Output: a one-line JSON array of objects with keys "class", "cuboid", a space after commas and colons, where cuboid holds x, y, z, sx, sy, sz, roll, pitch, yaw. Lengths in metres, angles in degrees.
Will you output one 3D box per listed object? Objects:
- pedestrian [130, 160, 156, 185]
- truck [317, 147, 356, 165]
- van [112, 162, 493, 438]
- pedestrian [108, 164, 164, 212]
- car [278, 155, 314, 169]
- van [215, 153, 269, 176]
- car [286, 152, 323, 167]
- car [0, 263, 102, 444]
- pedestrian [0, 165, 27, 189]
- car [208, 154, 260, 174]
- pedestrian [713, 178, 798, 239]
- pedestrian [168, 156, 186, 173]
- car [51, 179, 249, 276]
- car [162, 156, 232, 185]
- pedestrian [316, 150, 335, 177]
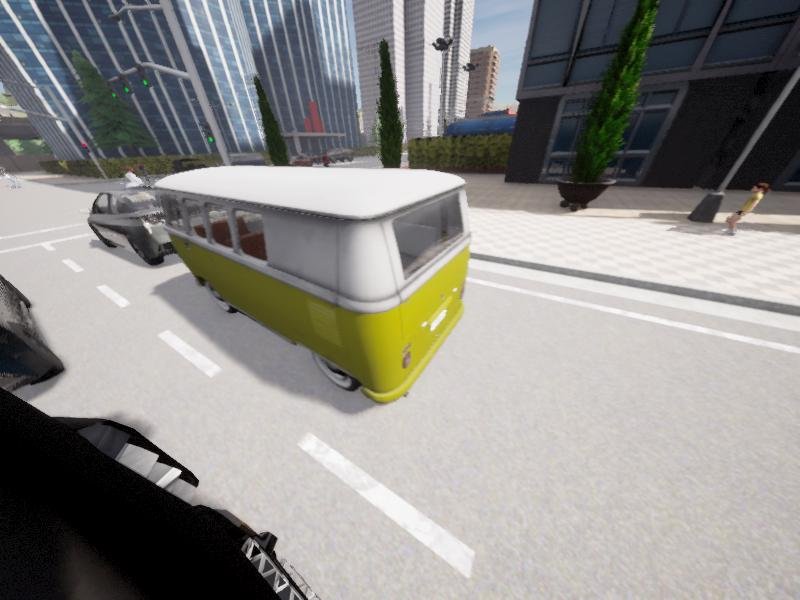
[{"class": "pedestrian", "cuboid": [-22.678, -11.305, 20.440, 0.751, 1.860, 0.751, -26, 40, -31]}, {"class": "truck", "cuboid": [-10.222, -23.632, 37.856, 2.390, 2.098, 6.274, 16, 38, 25]}, {"class": "van", "cuboid": [-1.438, -0.666, 3.150, 4.442, 1.987, 1.775, 19, 39, 29]}, {"class": "pedestrian", "cuboid": [-11.810, -5.043, 10.408, 0.751, 1.860, 0.751, 15, 38, 24]}, {"class": "car", "cuboid": [-14.302, -19.212, 32.086, 1.816, 1.474, 4.193, 16, 38, 25]}, {"class": "van", "cuboid": [-17.995, -15.687, 26.606, 1.775, 1.987, 4.442, 16, 38, 25]}, {"class": "car", "cuboid": [-15.065, -22.463, 36.847, 2.152, 1.651, 5.027, 16, 38, 25]}, {"class": "car", "cuboid": [-5.809, 0.287, 2.421, 4.514, 1.525, 2.007, 16, 38, 26]}, {"class": "pedestrian", "cuboid": [-35.649, -11.220, 21.143, 0.751, 1.860, 0.751, 17, 38, 27]}, {"class": "car", "cuboid": [-20.536, -17.022, 28.856, 1.932, 1.855, 4.605, 16, 38, 25]}, {"class": "pedestrian", "cuboid": [7.606, -1.980, 5.011, 0.500, 1.100, 0.500, 26, 43, 36]}, {"class": "pedestrian", "cuboid": [-28.505, -17.375, 29.590, 0.751, 1.860, 0.751, 16, 38, 25]}, {"class": "car", "cuboid": [-6.630, -2.206, 6.192, 4.514, 1.525, 2.007, 16, 38, 26]}, {"class": "car", "cuboid": [-17.994, -11.686, 20.725, 1.905, 1.878, 3.866, 16, 38, 25]}, {"class": "pedestrian", "cuboid": [-6.027, -11.064, 18.745, 0.751, 1.860, 0.751, 14, 37, 23]}]
